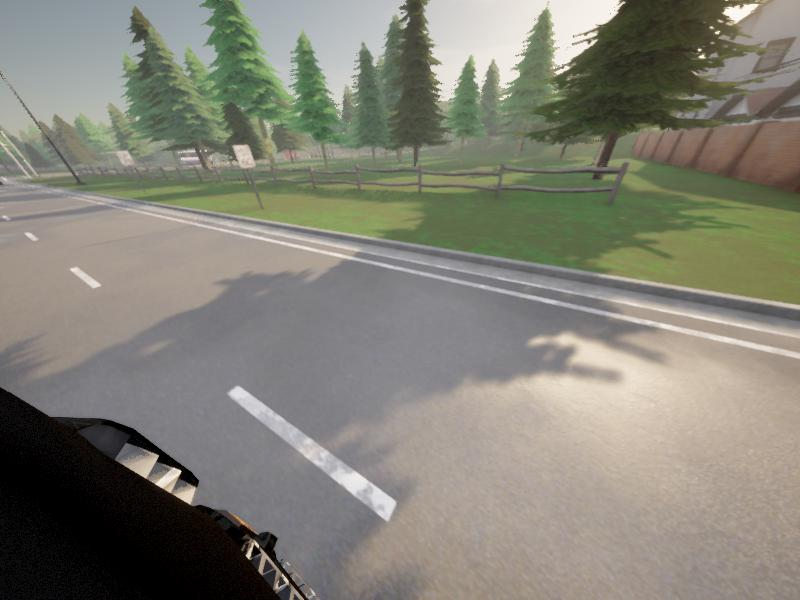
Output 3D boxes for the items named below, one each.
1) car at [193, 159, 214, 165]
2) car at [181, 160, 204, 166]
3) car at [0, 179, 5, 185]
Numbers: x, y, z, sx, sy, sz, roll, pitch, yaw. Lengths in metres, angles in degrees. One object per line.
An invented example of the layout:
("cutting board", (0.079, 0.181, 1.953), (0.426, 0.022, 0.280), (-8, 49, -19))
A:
("car", (-65.795, -46.079, 77.287), (1.837, 1.490, 4.892), (16, 37, 25))
("car", (-69.604, -46.118, 77.698), (2.033, 1.411, 5.357), (16, 37, 25))
("car", (-57.519, -16.903, 31.825), (5.566, 2.045, 2.150), (16, 37, 26))
